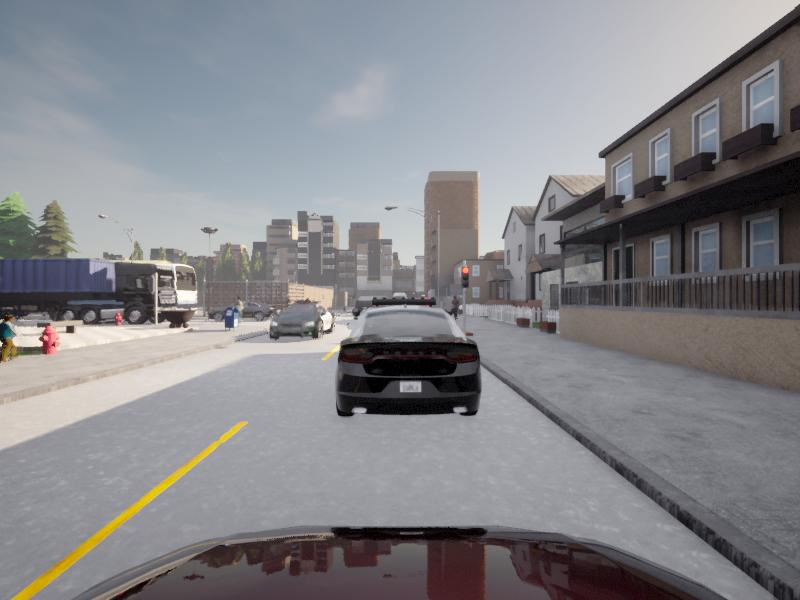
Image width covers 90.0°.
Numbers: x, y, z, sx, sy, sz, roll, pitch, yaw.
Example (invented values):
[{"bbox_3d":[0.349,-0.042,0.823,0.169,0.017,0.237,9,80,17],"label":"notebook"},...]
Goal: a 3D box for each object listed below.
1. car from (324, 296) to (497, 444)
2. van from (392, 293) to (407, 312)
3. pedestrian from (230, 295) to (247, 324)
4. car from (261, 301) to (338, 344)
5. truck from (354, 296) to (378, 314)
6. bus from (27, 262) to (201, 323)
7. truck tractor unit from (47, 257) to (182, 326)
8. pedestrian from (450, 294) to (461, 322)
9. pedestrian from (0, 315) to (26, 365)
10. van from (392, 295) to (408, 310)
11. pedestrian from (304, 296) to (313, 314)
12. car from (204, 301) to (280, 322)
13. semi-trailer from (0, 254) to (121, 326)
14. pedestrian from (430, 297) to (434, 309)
[{"bbox_3d":[0.062,0.771,7.066,1.930,1.638,5.238,0,0,-1],"label":"car"},{"bbox_3d":[-0.076,0.322,57.479,1.988,2.561,5.915,0,0,-1],"label":"van"},{"bbox_3d":[-10.630,0.637,26.330,0.751,1.860,0.751,0,0,44],"label":"pedestrian"},{"bbox_3d":[-4.059,0.823,17.113,2.038,1.542,4.974,0,0,0],"label":"car"},{"bbox_3d":[-4.111,0.540,49.204,2.390,2.098,6.274,0,0,0],"label":"truck"},{"bbox_3d":[-20.892,-0.534,29.798,10.273,4.253,3.944,0,0,1],"label":"bus"},{"bbox_3d":[-18.297,-0.513,26.008,6.516,4.208,3.053,0,0,-1],"label":"truck tractor unit"},{"bbox_3d":[3.742,0.533,26.987,0.751,1.860,0.751,0,0,7],"label":"pedestrian"},{"bbox_3d":[-9.107,0.905,9.224,0.500,1.100,0.500,0,0,10],"label":"pedestrian"},{"bbox_3d":[-0.048,0.378,65.604,2.351,2.431,6.366,0,0,-1],"label":"van"},{"bbox_3d":[-9.378,0.534,40.844,0.751,1.860,0.751,0,0,1],"label":"pedestrian"},{"bbox_3d":[-11.787,0.836,30.087,4.902,1.511,2.128,0,0,-4],"label":"car"},{"bbox_3d":[-26.210,-0.618,25.915,14.254,4.402,2.717,0,0,-1],"label":"semi-trailer"},{"bbox_3d":[5.231,0.524,65.238,0.751,1.860,0.751,0,0,3],"label":"pedestrian"}]
